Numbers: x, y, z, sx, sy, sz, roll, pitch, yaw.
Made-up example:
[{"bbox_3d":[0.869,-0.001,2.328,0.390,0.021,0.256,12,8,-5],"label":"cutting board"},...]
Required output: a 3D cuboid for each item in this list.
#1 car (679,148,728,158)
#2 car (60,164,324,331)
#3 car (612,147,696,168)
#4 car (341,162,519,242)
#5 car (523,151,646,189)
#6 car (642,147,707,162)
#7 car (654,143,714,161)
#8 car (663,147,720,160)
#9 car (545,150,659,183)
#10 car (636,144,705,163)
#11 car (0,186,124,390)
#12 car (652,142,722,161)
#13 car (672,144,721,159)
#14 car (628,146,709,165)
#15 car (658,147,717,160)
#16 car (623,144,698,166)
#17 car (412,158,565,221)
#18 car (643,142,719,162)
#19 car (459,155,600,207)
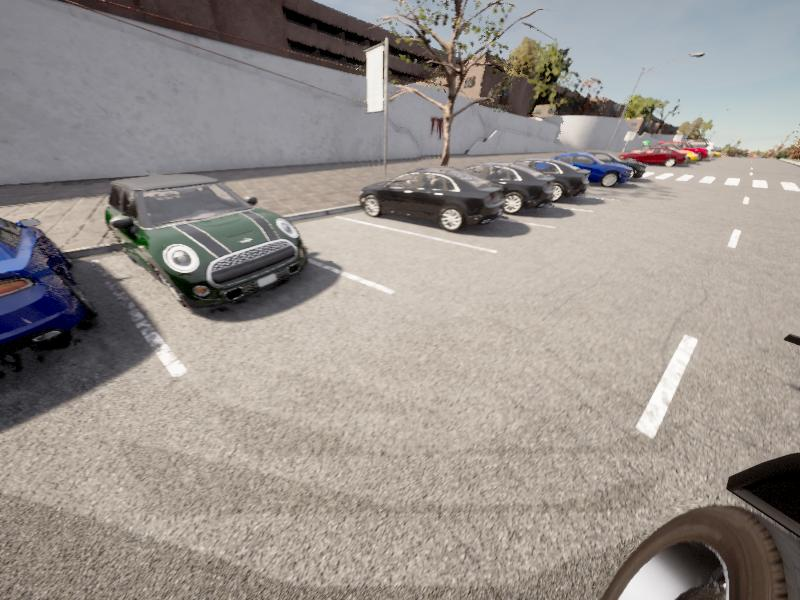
[{"bbox_3d":[59.421,-28.910,45.426,5.366,1.575,1.946,19,37,26],"label":"car"},{"bbox_3d":[-4.049,-1.525,4.581,4.553,1.767,2.185,21,40,29],"label":"car"},{"bbox_3d":[24.185,-13.874,22.346,5.008,1.535,2.097,19,39,26],"label":"car"},{"bbox_3d":[0.769,-3.419,7.440,4.892,1.521,2.231,20,40,28],"label":"car"},{"bbox_3d":[10.163,-7.588,13.295,5.008,1.535,2.097,19,39,26],"label":"car"},{"bbox_3d":[33.531,-17.949,28.490,4.674,1.452,2.002,19,38,26],"label":"car"},{"bbox_3d":[38.311,-20.157,31.371,4.442,1.987,1.878,19,38,26],"label":"car"},{"bbox_3d":[47.404,-24.051,37.816,5.366,1.575,1.946,19,38,26],"label":"car"},{"bbox_3d":[12.493,-8.643,14.789,5.008,1.535,2.097,19,39,26],"label":"car"},{"bbox_3d":[31.170,-17.076,26.877,4.553,1.767,2.185,19,38,26],"label":"car"},{"bbox_3d":[-6.438,-0.419,3.255,5.008,1.535,2.097,22,41,29],"label":"car"},{"bbox_3d":[40.525,-21.223,32.959,5.566,2.045,2.435,19,38,26],"label":"car"},{"bbox_3d":[50.008,-25.144,39.122,4.442,1.987,1.878,19,37,26],"label":"car"},{"bbox_3d":[29.019,-15.890,25.324,5.366,1.575,1.946,19,38,26],"label":"car"},{"bbox_3d":[42.884,-22.008,34.642,5.008,1.535,2.097,19,38,26],"label":"car"},{"bbox_3d":[26.493,-15.025,23.821,4.553,1.767,2.185,19,38,26],"label":"car"},{"bbox_3d":[3.141,-4.445,8.875,4.892,1.521,2.231,20,40,27],"label":"car"},{"bbox_3d":[35.901,-19.197,29.856,5.566,2.045,2.435,19,38,26],"label":"car"},{"bbox_3d":[5.500,-5.482,10.330,4.892,1.521,2.231,20,40,27],"label":"car"}]
